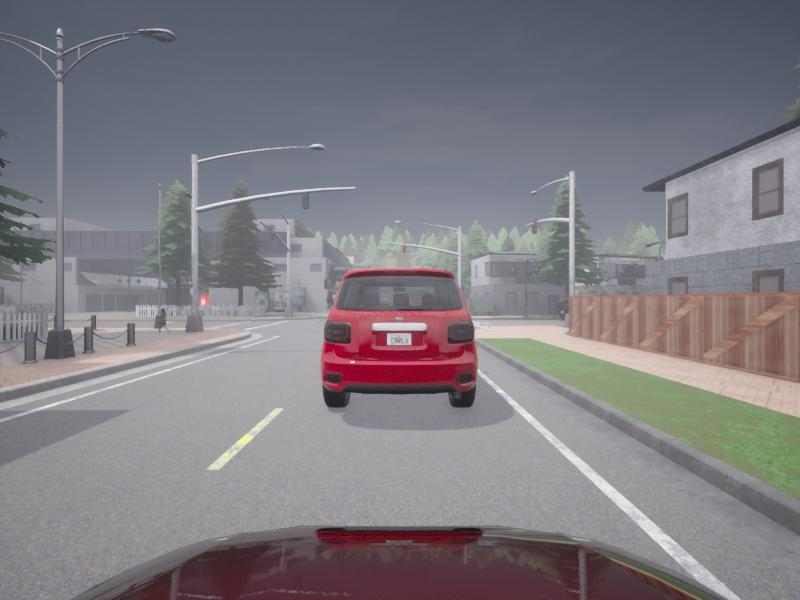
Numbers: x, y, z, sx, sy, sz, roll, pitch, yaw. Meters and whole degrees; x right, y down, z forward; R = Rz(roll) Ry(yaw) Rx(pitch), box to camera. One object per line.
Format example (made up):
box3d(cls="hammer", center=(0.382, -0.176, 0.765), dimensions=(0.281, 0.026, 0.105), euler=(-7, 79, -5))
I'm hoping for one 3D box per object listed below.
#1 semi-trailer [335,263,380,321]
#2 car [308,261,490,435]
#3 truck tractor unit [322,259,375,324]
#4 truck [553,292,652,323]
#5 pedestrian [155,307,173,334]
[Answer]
box3d(cls="semi-trailer", center=(-3.553, -0.618, 37.271), dimensions=(2.717, 4.402, 14.254), euler=(0, 0, 0))
box3d(cls="car", center=(-0.013, 0.568, 7.496), dimensions=(2.150, 2.045, 5.566), euler=(0, 0, 0))
box3d(cls="truck tractor unit", center=(-3.542, -0.522, 29.357), dimensions=(3.053, 4.208, 6.516), euler=(0, 0, 0))
box3d(cls="truck", center=(14.789, 0.523, 29.358), dimensions=(6.274, 2.098, 2.390), euler=(0, 0, -9))
box3d(cls="pedestrian", center=(-10.098, 0.875, 17.137), dimensions=(0.500, 1.100, 0.500), euler=(0, 0, -5))
